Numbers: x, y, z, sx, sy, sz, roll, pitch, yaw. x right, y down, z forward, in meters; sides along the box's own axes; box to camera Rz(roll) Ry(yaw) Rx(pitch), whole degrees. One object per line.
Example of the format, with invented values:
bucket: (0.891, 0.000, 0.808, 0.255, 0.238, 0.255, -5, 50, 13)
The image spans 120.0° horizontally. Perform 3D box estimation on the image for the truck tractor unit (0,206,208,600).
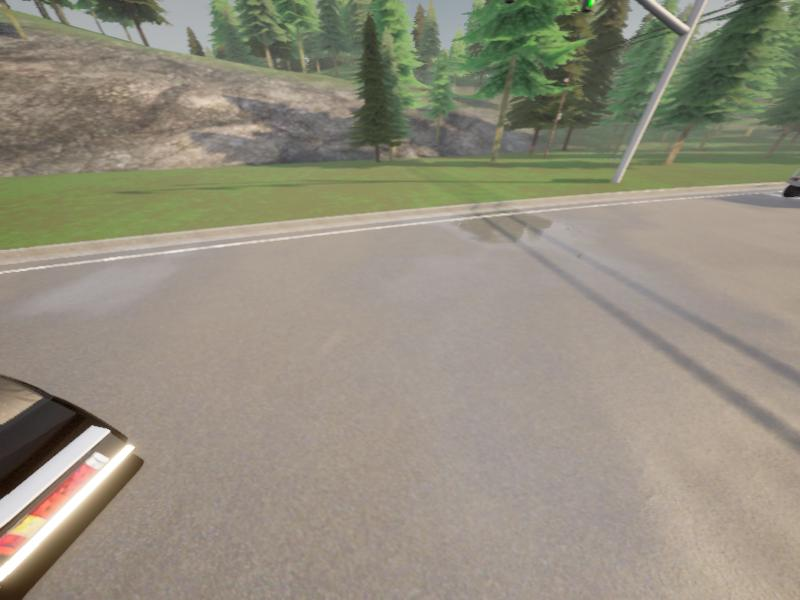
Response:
truck tractor unit: (-5.349, 0.091, 0.228, 6.516, 4.208, 3.053, 5, 36, 7)

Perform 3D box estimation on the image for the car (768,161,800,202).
car: (17.763, -4.711, 8.645, 4.605, 1.855, 1.932, -6, 36, -9)
